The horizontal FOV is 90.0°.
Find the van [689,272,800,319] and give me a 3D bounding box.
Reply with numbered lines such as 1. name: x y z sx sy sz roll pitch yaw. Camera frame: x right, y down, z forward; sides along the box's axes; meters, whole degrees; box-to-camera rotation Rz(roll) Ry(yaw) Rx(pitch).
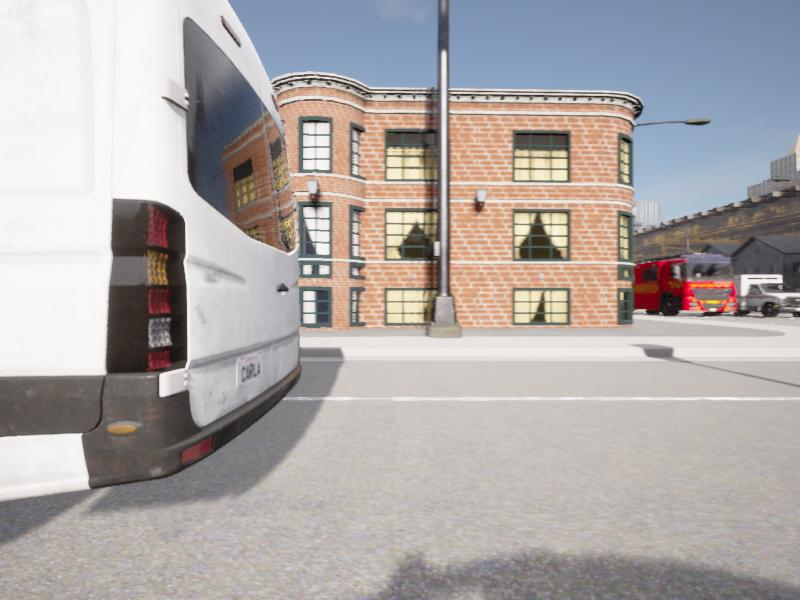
1. van: 20.702 -0.221 23.878 2.351 2.431 6.366 0 0 1

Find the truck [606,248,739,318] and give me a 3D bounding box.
1. truck: 17.065 -0.920 26.060 2.891 3.827 8.468 0 0 0

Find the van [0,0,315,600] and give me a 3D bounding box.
1. van: -3.641 -0.278 2.236 5.915 2.561 1.988 0 0 -1
